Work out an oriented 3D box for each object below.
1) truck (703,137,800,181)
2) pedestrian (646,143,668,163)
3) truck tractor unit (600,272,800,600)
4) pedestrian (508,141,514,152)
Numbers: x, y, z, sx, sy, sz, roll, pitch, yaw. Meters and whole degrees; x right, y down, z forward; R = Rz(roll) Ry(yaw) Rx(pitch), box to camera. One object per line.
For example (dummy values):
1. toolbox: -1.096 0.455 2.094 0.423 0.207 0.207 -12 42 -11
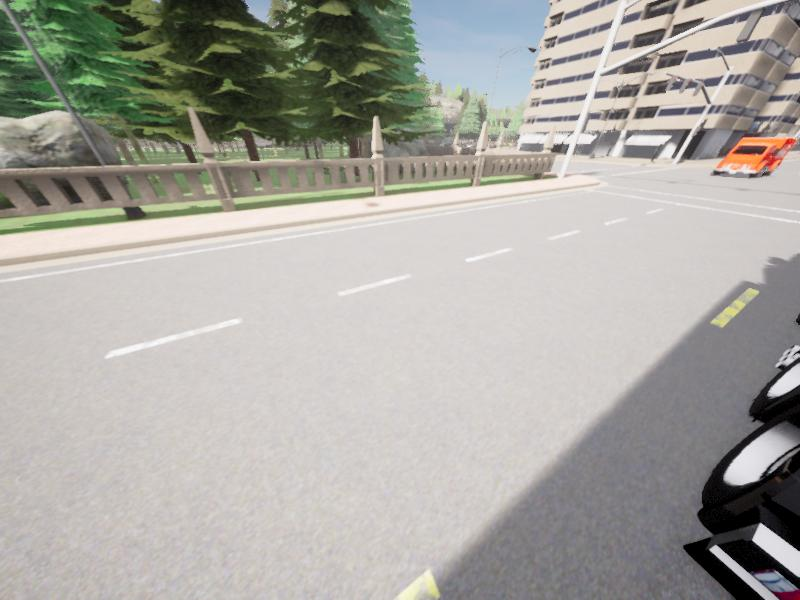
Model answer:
1. truck: 26.557 -10.730 17.409 5.204 2.467 2.627 -17 38 -23
2. pedestrian: 28.727 -16.459 25.843 0.751 1.860 0.751 -14 37 -19
3. truck tractor unit: 5.124 -0.288 0.760 6.516 4.208 3.053 -18 39 -23
4. pedestrian: 22.838 -31.626 47.568 0.751 1.860 0.751 10 36 14
